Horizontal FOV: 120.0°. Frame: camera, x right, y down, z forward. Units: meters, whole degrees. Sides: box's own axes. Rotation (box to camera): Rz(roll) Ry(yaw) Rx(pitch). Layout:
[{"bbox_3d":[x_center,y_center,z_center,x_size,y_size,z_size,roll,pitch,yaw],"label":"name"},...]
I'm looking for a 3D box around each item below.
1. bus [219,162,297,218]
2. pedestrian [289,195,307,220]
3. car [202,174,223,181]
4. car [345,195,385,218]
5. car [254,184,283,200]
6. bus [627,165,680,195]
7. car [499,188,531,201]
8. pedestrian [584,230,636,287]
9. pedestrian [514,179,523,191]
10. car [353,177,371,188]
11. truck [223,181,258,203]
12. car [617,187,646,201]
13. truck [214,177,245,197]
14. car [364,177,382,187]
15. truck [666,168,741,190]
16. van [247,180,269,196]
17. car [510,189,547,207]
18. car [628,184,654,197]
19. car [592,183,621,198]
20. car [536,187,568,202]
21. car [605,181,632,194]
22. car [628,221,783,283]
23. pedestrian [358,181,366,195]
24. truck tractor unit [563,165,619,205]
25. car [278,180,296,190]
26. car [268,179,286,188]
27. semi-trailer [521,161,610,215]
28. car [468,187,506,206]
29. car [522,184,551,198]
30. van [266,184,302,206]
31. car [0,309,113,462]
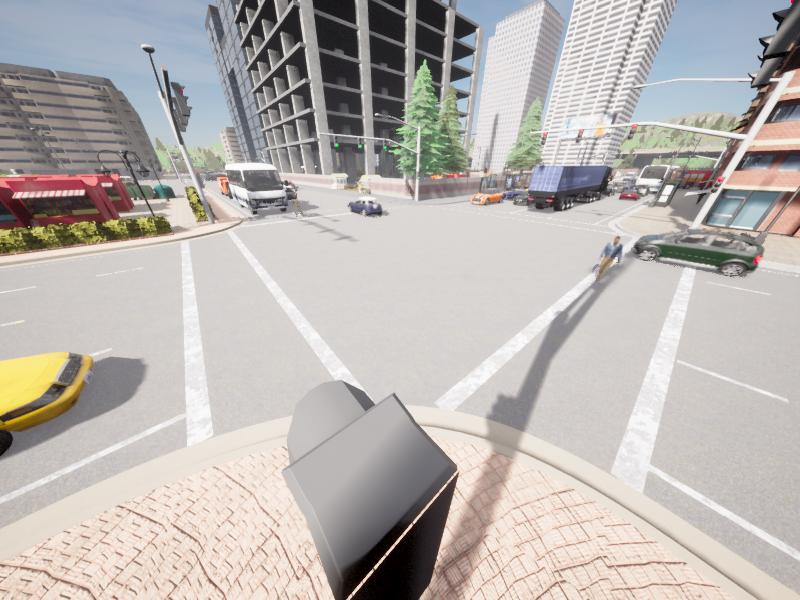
[{"bbox_3d":[-14.921,-11.711,23.927,3.944,4.253,10.273,-23,37,-34],"label":"bus"},{"bbox_3d":[-8.741,-7.982,19.827,0.751,1.860,0.751,22,36,33],"label":"pedestrian"},{"bbox_3d":[-58.725,-38.274,72.393,4.605,1.855,1.932,0,30,0],"label":"car"},{"bbox_3d":[-3.414,-9.025,22.131,1.970,1.475,3.806,-23,37,-34],"label":"car"},{"bbox_3d":[-18.829,-15.486,33.095,2.152,1.651,5.027,-23,37,-34],"label":"car"},{"bbox_3d":[44.604,-21.247,40.556,10.273,4.253,3.944,-23,37,-34],"label":"bus"},{"bbox_3d":[16.067,-14.798,32.341,4.718,1.301,1.895,-23,37,-34],"label":"car"},{"bbox_3d":[7.862,-1.566,8.715,0.751,1.860,0.751,-22,36,-33],"label":"pedestrian"},{"bbox_3d":[21.161,-20.483,41.269,0.751,1.860,0.751,23,37,34],"label":"pedestrian"},{"bbox_3d":[-8.128,-24.929,48.916,1.905,1.878,3.866,-23,37,-34],"label":"car"},{"bbox_3d":[-21.586,-14.612,31.105,2.390,2.098,6.274,-23,37,-34],"label":"truck"},{"bbox_3d":[32.365,-14.788,32.251,4.181,1.385,1.994,-24,38,-35],"label":"car"},{"bbox_3d":[-26.810,-17.851,36.338,2.627,2.467,5.204,-23,37,-34],"label":"truck"},{"bbox_3d":[-5.875,-25.875,50.553,1.905,1.878,3.866,-23,37,-34],"label":"car"},{"bbox_3d":[61.357,-24.761,47.069,8.468,3.827,2.891,6,31,11],"label":"truck"},{"bbox_3d":[-22.874,-18.026,37.131,1.775,1.987,4.442,-23,37,-34],"label":"van"},{"bbox_3d":[15.622,-12.414,28.014,4.892,1.490,1.837,-23,37,-34],"label":"car"},{"bbox_3d":[37.711,-17.139,36.085,3.988,1.617,1.851,-23,37,-34],"label":"car"},{"bbox_3d":[32.536,-17.274,36.284,5.238,1.638,1.930,-23,37,-34],"label":"car"},{"bbox_3d":[21.150,-14.728,32.022,4.892,1.490,1.837,-23,37,-34],"label":"car"},{"bbox_3d":[38.199,-19.654,40.376,4.611,1.667,2.242,-23,37,-34],"label":"car"},{"bbox_3d":[13.137,-2.335,10.391,3.705,1.549,1.789,27,39,37],"label":"car"},{"bbox_3d":[-5.865,-17.293,35.634,0.751,1.860,0.751,-25,38,-36],"label":"pedestrian"},{"bbox_3d":[24.840,-15.169,30.063,6.516,4.208,3.053,-23,37,-34],"label":"truck tractor unit"},{"bbox_3d":[-22.666,-23.149,46.381,1.851,1.617,3.988,-23,37,-34],"label":"car"},{"bbox_3d":[-27.057,-25.701,50.872,1.882,1.535,5.008,-23,37,-34],"label":"car"},{"bbox_3d":[18.774,-12.717,25.614,14.254,4.402,2.717,-23,37,-34],"label":"semi-trailer"},{"bbox_3d":[10.696,-12.768,28.325,4.553,1.767,2.097,-23,37,-34],"label":"car"},{"bbox_3d":[21.384,-17.126,36.131,5.008,1.535,1.882,-23,37,-34],"label":"car"},{"bbox_3d":[-14.139,-12.869,28.144,2.069,2.038,4.480,-26,39,-38],"label":"van"},{"bbox_3d":[-8.178,2.036,2.900,5.366,1.575,1.801,-22,36,-33],"label":"car"}]
